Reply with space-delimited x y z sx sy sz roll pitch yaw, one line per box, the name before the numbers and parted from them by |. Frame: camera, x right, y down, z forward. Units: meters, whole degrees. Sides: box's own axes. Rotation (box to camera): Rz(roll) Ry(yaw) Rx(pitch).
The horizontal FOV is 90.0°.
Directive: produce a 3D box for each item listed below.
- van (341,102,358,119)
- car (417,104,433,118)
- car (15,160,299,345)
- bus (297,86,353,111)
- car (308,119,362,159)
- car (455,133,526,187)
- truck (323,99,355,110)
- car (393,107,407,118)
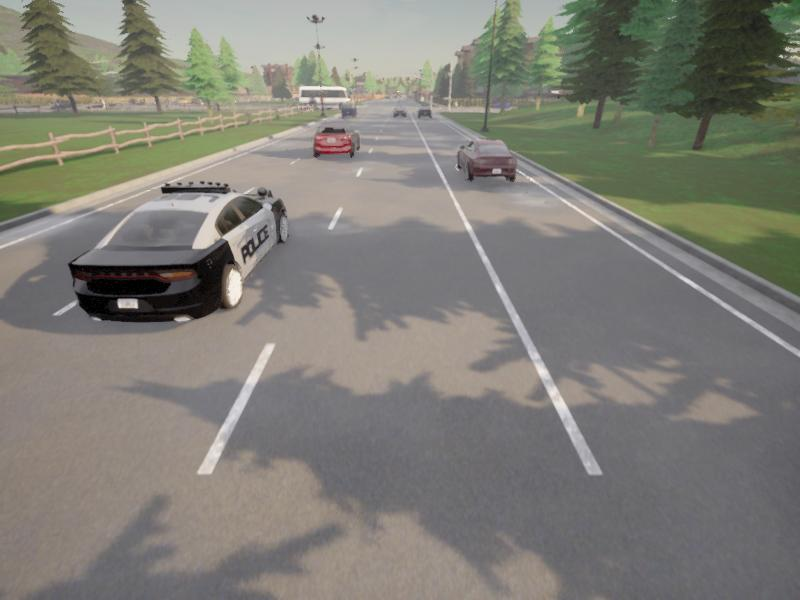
van | -6.999 -26.347 55.521 1.775 1.987 4.442 0 27 0
car | 3.500 -27.223 57.677 1.930 1.638 5.238 0 27 0
car | -3.496 -1.320 7.342 1.930 1.638 5.238 0 27 0
bus | -15.053 -40.887 81.203 10.273 4.253 3.944 0 27 0
car | -3.499 -9.142 22.494 2.242 1.667 4.611 0 27 0
car | 3.502 -5.858 16.418 1.812 1.442 4.674 0 27 0
truck | -12.909 -41.463 84.691 6.274 2.098 2.390 0 27 0
car | -0.001 -27.540 58.642 1.895 1.301 4.718 0 27 0
